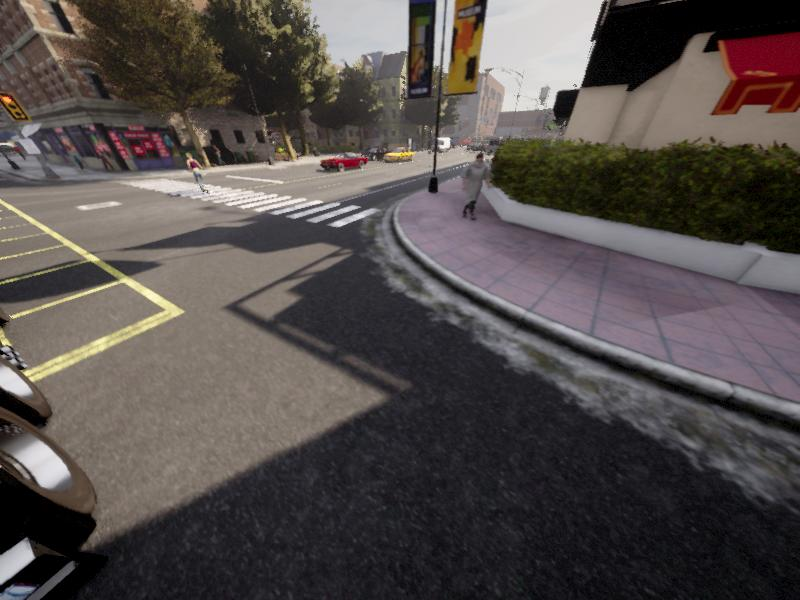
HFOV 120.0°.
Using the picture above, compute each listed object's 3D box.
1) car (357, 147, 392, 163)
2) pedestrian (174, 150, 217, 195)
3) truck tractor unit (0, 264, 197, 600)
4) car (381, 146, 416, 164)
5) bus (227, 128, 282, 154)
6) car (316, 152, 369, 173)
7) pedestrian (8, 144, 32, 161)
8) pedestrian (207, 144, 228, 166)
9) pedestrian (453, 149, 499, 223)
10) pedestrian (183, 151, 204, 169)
[{"bbox_3d":[-3.161,-18.735,29.647,1.837,1.490,4.892,18,39,24],"label":"car"},{"bbox_3d":[-10.285,-6.437,11.678,0.751,1.860,0.751,18,39,24],"label":"pedestrian"},{"bbox_3d":[-5.110,-0.302,0.781,6.516,4.208,3.053,18,39,24],"label":"truck tractor unit"},{"bbox_3d":[-0.077,-17.842,28.260,1.801,1.575,5.366,18,39,24],"label":"car"},{"bbox_3d":[-30.945,-33.846,49.204,10.273,4.253,3.944,18,39,24],"label":"bus"},{"bbox_3d":[-5.080,-12.664,21.115,1.895,1.301,4.718,18,39,24],"label":"car"},{"bbox_3d":[-49.813,-19.304,30.262,0.751,1.860,0.751,18,39,25],"label":"pedestrian"},{"bbox_3d":[-17.883,-14.242,22.696,0.751,1.860,0.751,15,38,21],"label":"pedestrian"},{"bbox_3d":[2.186,-3.364,6.881,0.751,1.860,0.751,-5,35,-7],"label":"pedestrian"},{"bbox_3d":[-18.849,-12.780,21.094,0.751,1.300,0.751,12,37,17],"label":"pedestrian"}]
